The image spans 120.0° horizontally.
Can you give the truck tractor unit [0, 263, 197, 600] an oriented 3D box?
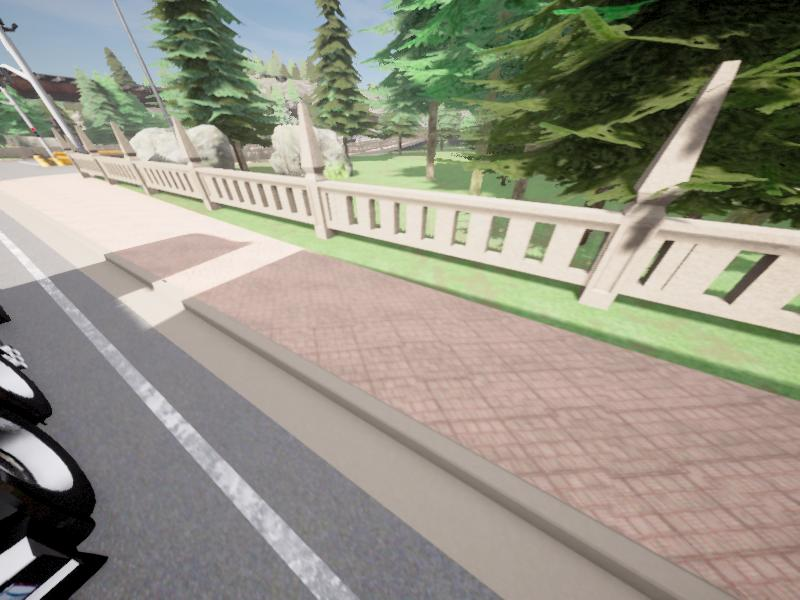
[{"bbox_3d":[-5.112,-0.298,0.783,6.516,4.208,3.053,18,39,24],"label":"truck tractor unit"}]
